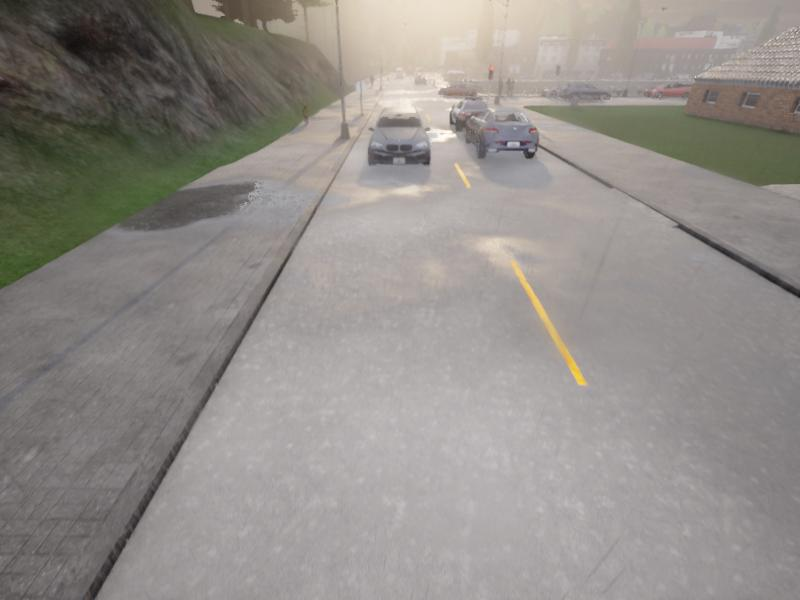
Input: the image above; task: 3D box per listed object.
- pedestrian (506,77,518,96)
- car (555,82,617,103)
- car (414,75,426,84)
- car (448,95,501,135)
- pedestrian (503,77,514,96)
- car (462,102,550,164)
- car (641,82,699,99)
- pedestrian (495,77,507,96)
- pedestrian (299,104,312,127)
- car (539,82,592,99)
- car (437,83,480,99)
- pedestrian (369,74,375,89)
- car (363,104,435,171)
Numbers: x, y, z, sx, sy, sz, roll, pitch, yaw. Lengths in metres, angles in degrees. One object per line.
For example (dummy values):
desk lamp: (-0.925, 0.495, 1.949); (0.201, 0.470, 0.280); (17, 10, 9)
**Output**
pedestrian: (12.400, -23.611, 44.249); (0.751, 1.860, 0.751); (-18, 35, -28)
car: (18.107, -20.326, 39.138); (4.856, 1.649, 2.033); (0, 30, 0)
car: (3.901, -43.669, 79.124); (2.038, 1.542, 4.974); (0, 30, 0)
car: (3.967, -10.383, 22.231); (2.038, 1.542, 4.974); (0, 30, 0)
pedestrian: (12.137, -23.902, 44.730); (0.751, 1.860, 0.751); (-2, 30, -3)
car: (3.973, -6.835, 16.078); (2.152, 1.651, 5.027); (0, 30, 0)
car: (28.671, -22.305, 42.630); (4.514, 1.525, 2.007); (0, 30, 0)
pedestrian: (11.259, -23.758, 44.484); (0.751, 1.860, 0.751); (-18, 35, -27)
pedestrian: (-5.169, -10.132, 21.970); (0.500, 1.100, 0.500); (-1, 30, -2)
car: (17.554, -22.302, 42.617); (4.514, 1.525, 2.007); (0, 30, 0)
car: (6.462, -23.166, 44.243); (4.181, 1.385, 1.994); (18, 35, 28)
pedestrian: (-4.118, -32.474, 59.405); (0.751, 1.860, 0.751); (-3, 30, -5)
car: (-0.025, -6.179, 14.907); (2.242, 1.667, 4.611); (0, 30, 0)
